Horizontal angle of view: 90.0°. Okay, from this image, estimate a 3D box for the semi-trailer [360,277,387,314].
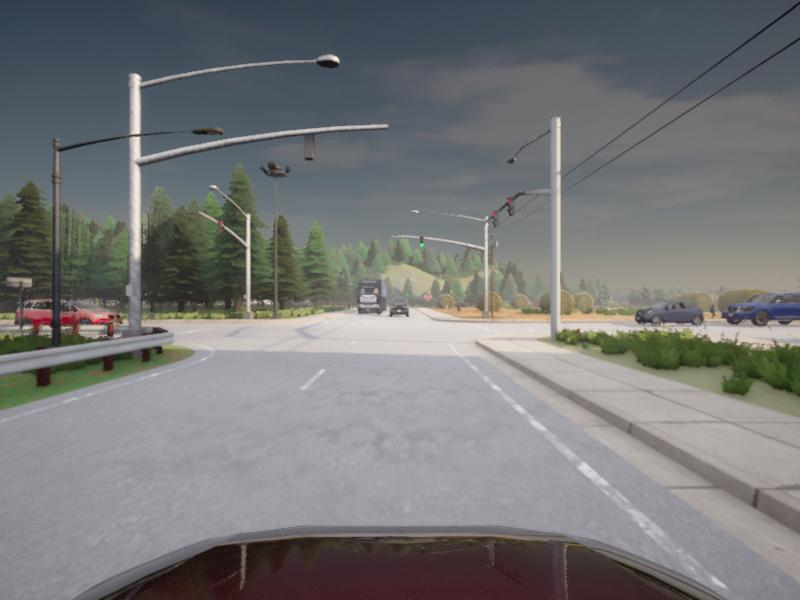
[{"bbox_3d":[-3.369,-0.543,54.715,2.717,4.402,14.254,0,0,0],"label":"semi-trailer"}]

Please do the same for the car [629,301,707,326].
[{"bbox_3d":[16.598,0.829,24.887,3.633,1.501,1.845,0,0,-1],"label":"car"}]

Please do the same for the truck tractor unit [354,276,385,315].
[{"bbox_3d":[-3.423,-0.455,46.800,3.053,4.208,6.516,0,0,1],"label":"truck tractor unit"}]

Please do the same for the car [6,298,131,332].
[{"bbox_3d":[-17.014,0.758,20.769,4.611,1.667,2.242,0,0,-1],"label":"car"}]

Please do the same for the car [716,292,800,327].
[{"bbox_3d":[23.375,0.575,25.000,5.566,2.045,2.150,0,0,-1],"label":"car"}]

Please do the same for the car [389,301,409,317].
[{"bbox_3d":[-0.048,0.884,42.415,2.038,1.542,4.974,0,0,1],"label":"car"}]

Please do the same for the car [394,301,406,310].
[{"bbox_3d":[-0.014,0.922,68.639,2.007,1.525,4.514,0,0,0],"label":"car"}]

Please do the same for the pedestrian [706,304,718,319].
[{"bbox_3d":[24.005,0.881,30.763,0.500,1.100,0.500,0,0,-17],"label":"pedestrian"}]
